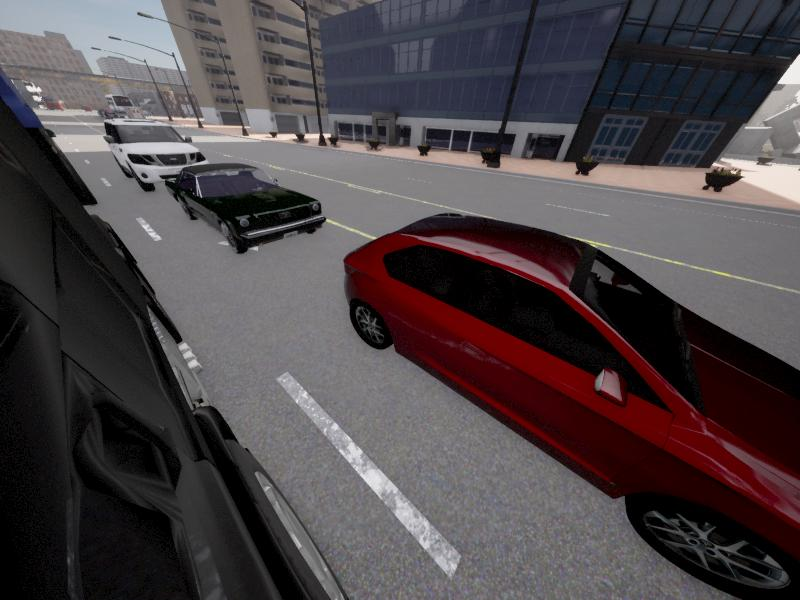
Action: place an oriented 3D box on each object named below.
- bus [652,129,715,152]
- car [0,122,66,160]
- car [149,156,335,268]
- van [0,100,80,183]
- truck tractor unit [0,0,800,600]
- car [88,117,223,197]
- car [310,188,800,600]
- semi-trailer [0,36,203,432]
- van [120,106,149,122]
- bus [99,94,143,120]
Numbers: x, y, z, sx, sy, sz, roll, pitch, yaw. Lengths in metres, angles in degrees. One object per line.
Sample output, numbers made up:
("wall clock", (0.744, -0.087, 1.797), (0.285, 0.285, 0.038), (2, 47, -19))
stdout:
("bus", (71.465, -40.323, 58.376), (10.273, 4.253, 3.944), (-3, 38, -9))
("car", (-22.275, -9.523, 13.726), (4.902, 1.511, 2.128), (28, 44, 30))
("car", (-3.915, -2.477, 5.626), (4.718, 1.301, 1.895), (28, 44, 30))
("van", (-16.572, -6.879, 9.790), (6.366, 2.431, 2.351), (28, 44, 30))
("truck tractor unit", (-2.645, -0.295, 0.351), (6.516, 4.208, 3.053), (28, 44, 30))
("car", (-9.754, -5.873, 9.176), (5.566, 2.045, 2.150), (28, 44, 30))
("car", (1.278, 0.188, 2.244), (4.193, 1.474, 1.816), (28, 44, 30))
("semi-trailer", (-8.755, -3.566, 4.172), (14.254, 4.402, 2.717), (27, 43, 29))
("van", (-57.661, -40.371, 50.138), (6.366, 2.431, 2.351), (29, 44, 28))
("bus", (-66.090, -45.760, 54.700), (10.273, 4.253, 3.944), (29, 44, 29))
